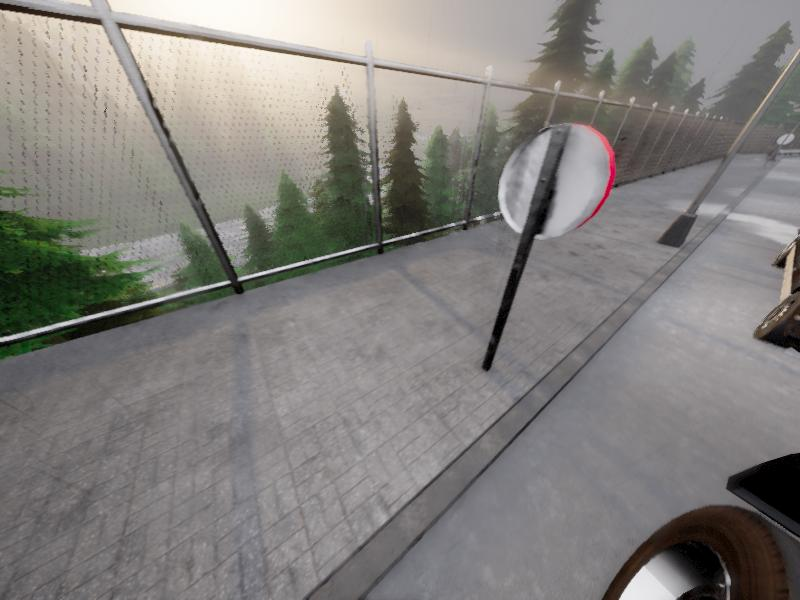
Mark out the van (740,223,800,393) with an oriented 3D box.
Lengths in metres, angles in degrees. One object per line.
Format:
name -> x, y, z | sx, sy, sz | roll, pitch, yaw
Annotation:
van -> 7.028, -0.761, 2.723 | 5.915, 2.561, 1.988 | -22, 41, -28
